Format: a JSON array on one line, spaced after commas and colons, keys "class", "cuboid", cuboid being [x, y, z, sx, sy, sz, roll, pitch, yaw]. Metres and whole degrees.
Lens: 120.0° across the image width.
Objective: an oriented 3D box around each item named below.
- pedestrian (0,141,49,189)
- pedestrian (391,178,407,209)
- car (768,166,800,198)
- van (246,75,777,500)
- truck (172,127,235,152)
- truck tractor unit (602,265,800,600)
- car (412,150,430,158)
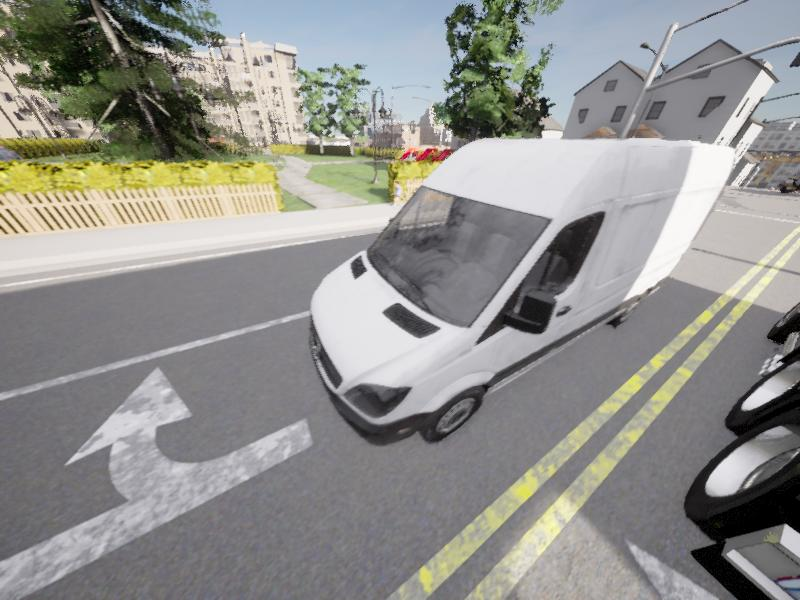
[{"class": "pedestrian", "cuboid": [-17.909, -6.320, 10.797, 0.751, 1.860, 0.751, 18, 37, 22]}, {"class": "pedestrian", "cuboid": [-0.054, -4.449, 9.652, 0.500, 1.100, 0.500, -15, 38, -23]}, {"class": "car", "cuboid": [32.184, -8.720, 17.305, 4.605, 1.855, 1.932, 6, 36, 5]}, {"class": "van", "cuboid": [1.763, -0.654, 3.154, 5.915, 2.561, 1.988, -16, 38, -25]}, {"class": "truck", "cuboid": [-38.666, -31.898, 46.109, 8.468, 3.827, 2.891, -15, 37, -23]}, {"class": "truck tractor unit", "cuboid": [5.199, -0.163, 0.900, 6.516, 4.208, 3.053, -14, 38, -27]}, {"class": "car", "cuboid": [4.695, -33.487, 52.899, 1.812, 1.442, 4.674, -16, 38, -25]}]
